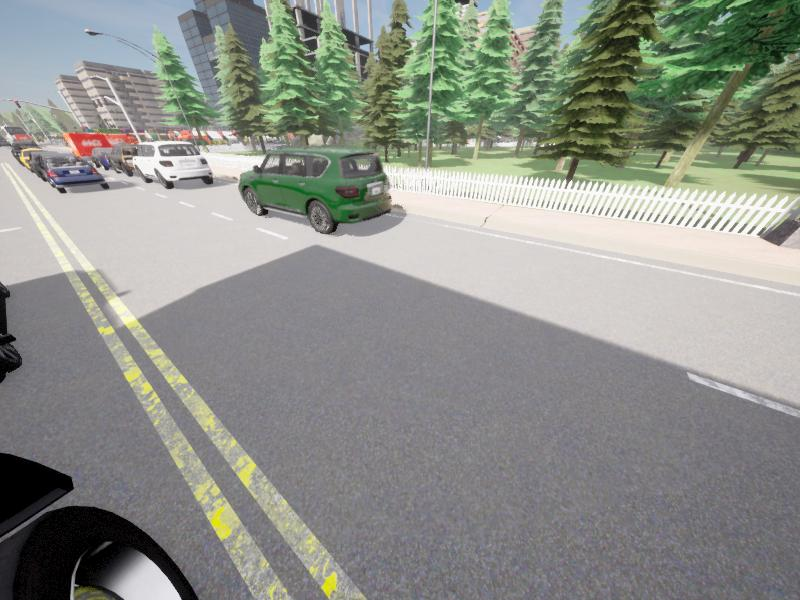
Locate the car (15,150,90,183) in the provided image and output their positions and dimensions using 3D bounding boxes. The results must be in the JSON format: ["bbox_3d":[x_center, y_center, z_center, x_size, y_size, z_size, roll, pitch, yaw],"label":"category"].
[{"bbox_3d":[-21.863,-8.497,14.549,4.193,1.474,1.816,22,40,27],"label":"car"}]

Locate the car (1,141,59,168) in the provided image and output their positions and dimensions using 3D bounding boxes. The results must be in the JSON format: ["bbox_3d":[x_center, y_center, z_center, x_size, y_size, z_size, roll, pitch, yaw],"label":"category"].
[{"bbox_3d":[-33.445,-13.257,20.876,4.605,1.855,1.932,22,40,27],"label":"car"}]

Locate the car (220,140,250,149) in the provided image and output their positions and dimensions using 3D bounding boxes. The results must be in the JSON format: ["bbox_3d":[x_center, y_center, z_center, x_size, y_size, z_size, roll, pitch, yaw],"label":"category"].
[{"bbox_3d":[-36.965,-35.019,51.952,2.033,1.649,4.856,21,40,26],"label":"car"}]

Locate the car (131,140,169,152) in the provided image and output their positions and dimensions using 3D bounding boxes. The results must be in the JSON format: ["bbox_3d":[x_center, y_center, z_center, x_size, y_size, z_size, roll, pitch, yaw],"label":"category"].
[{"bbox_3d":[-45.120,-27.849,41.749,1.851,1.617,3.988,22,41,28],"label":"car"}]

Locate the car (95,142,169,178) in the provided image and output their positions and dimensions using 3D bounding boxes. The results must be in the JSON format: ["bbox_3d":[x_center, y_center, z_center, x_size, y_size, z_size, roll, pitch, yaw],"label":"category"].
[{"bbox_3d":[-18.719,-9.858,16.152,4.605,1.855,1.932,22,40,27],"label":"car"}]

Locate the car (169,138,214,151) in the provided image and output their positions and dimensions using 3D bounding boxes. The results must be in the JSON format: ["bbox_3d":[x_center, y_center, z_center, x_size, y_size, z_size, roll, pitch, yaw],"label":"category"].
[{"bbox_3d":[-39.281,-29.417,43.634,2.150,2.045,5.566,21,40,26],"label":"car"}]

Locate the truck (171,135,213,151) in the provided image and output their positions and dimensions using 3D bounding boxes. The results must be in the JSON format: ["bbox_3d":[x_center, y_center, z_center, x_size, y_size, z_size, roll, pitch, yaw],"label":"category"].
[{"bbox_3d":[-41.369,-31.446,46.142,2.627,2.467,5.204,20,40,26],"label":"truck"}]

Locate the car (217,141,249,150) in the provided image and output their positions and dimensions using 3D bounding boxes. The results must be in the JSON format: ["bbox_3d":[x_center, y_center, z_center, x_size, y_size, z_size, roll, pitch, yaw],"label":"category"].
[{"bbox_3d":[-35.235,-32.796,48.907,2.038,1.542,4.974,21,40,26],"label":"car"}]

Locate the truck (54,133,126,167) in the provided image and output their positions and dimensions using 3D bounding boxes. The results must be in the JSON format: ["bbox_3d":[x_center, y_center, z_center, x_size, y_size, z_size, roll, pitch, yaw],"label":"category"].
[{"bbox_3d":[-29.377,-14.326,21.909,5.204,2.467,2.627,22,40,27],"label":"truck"}]

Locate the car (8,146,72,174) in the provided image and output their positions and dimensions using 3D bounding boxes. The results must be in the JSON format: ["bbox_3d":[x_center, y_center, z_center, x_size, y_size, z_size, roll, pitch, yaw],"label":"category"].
[{"bbox_3d":[-27.629,-10.828,17.726,5.366,1.575,1.801,22,40,27],"label":"car"}]

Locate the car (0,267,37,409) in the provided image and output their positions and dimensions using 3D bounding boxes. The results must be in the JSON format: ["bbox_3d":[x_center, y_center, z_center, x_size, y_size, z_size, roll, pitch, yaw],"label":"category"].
[{"bbox_3d":[-6.037,0.220,2.300,3.806,1.475,1.970,22,41,28],"label":"car"}]

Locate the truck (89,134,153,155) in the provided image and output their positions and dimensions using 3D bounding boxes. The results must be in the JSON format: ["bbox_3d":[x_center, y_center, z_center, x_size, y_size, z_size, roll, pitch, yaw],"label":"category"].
[{"bbox_3d":[-41.943,-23.545,34.909,2.627,2.467,5.204,21,40,27],"label":"truck"}]

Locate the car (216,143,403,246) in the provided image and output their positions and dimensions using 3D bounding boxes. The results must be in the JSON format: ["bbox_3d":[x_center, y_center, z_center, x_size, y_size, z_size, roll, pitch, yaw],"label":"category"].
[{"bbox_3d":[-2.846,-3.643,7.294,5.566,2.045,2.150,21,40,27],"label":"car"}]

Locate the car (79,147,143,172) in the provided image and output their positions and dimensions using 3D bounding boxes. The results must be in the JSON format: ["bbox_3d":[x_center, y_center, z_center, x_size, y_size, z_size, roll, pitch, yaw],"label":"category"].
[{"bbox_3d":[-24.113,-11.833,19.265,4.792,1.488,2.163,22,40,27],"label":"car"}]

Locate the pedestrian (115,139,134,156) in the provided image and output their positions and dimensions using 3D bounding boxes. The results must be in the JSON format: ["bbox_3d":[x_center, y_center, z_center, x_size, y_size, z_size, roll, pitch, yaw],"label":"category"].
[{"bbox_3d":[-37.370,-20.686,31.371,0.751,1.860,0.751,19,39,25],"label":"pedestrian"}]

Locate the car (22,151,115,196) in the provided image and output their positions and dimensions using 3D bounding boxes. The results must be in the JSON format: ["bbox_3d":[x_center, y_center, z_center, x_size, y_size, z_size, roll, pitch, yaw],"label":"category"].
[{"bbox_3d":[-16.643,-6.462,11.626,3.705,1.549,1.789,22,40,27],"label":"car"}]

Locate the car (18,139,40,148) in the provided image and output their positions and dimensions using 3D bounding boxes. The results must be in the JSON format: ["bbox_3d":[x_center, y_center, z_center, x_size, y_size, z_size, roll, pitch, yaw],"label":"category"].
[{"bbox_3d":[-87.209,-36.921,54.309,5.238,1.638,1.930,22,40,27],"label":"car"}]

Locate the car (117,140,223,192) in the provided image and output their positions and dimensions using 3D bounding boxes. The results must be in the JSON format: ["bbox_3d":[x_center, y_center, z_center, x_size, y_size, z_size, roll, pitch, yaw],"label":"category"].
[{"bbox_3d":[-12.732,-7.551,12.774,5.566,2.045,2.150,22,40,27],"label":"car"}]
